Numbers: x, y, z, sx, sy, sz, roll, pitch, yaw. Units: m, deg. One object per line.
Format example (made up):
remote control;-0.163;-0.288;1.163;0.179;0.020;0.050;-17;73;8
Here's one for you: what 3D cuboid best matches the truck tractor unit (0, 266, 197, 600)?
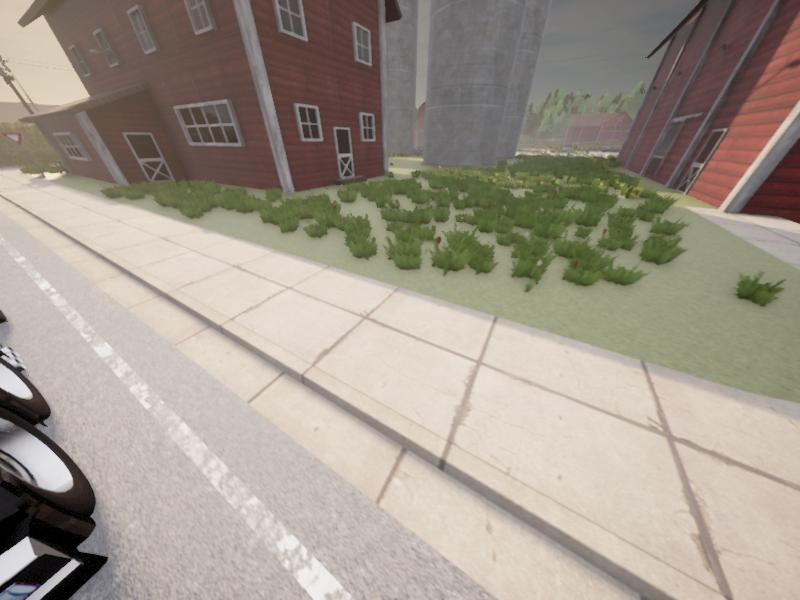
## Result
truck tractor unit;-5.114;-0.296;0.788;6.516;4.208;3.053;18;38;24
